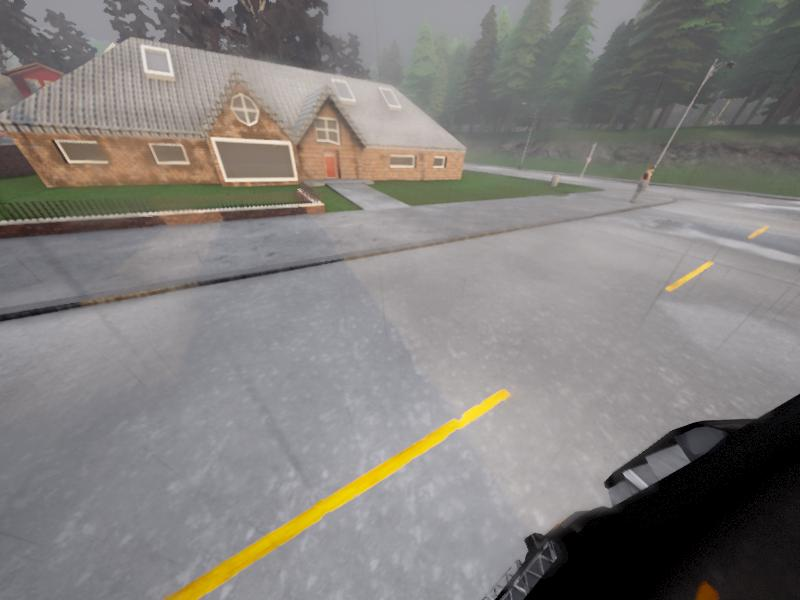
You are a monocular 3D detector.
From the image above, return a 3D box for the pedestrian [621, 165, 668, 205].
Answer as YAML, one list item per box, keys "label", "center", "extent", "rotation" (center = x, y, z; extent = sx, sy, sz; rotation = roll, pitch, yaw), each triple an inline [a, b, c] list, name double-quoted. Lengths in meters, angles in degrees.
- label: "pedestrian"
  center: [13.237, -6.269, 12.600]
  extent: [0.751, 1.860, 0.751]
  rotation: [5, 33, 2]
